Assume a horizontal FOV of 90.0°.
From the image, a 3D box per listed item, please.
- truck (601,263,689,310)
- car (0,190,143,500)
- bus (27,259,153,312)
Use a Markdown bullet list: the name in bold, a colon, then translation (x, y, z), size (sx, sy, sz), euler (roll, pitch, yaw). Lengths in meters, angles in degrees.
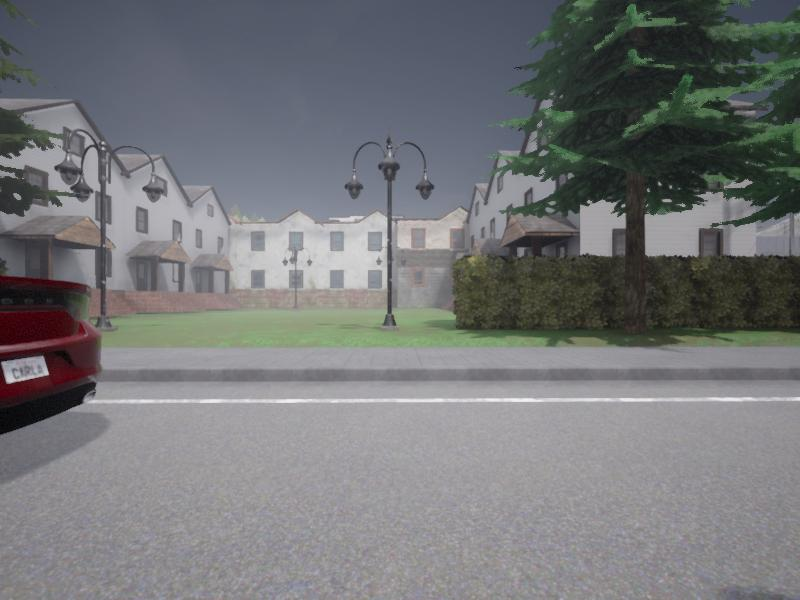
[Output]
- **truck**: translation (22.248, -1.113, 37.138), size (2.891, 3.827, 8.468), euler (0, 0, -1)
- **car**: translation (-4.488, 0.223, 2.134), size (5.008, 1.535, 1.882), euler (0, 0, -1)
- **bus**: translation (-28.427, -1.151, 37.772), size (3.944, 4.253, 10.273), euler (0, 0, 0)
